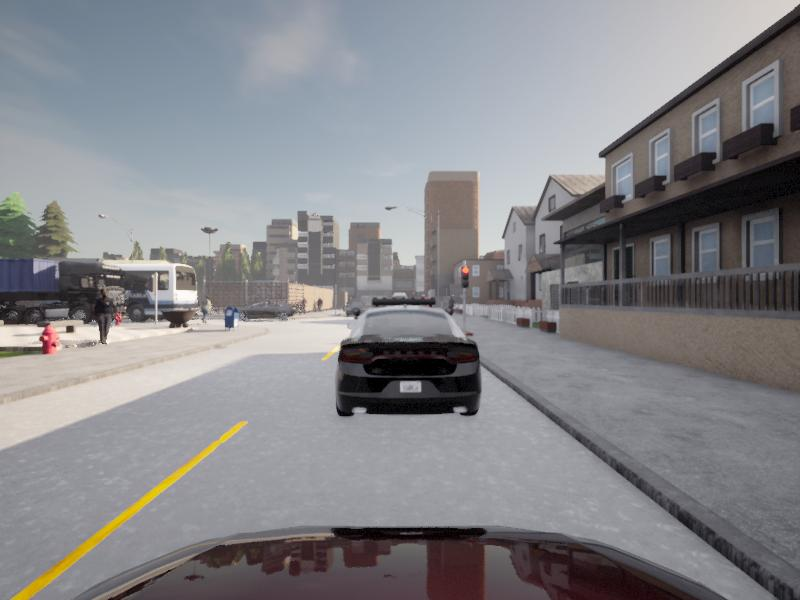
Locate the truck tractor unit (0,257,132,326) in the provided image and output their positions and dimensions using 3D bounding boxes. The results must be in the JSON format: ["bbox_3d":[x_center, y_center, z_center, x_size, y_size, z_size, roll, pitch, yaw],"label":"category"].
[{"bbox_3d":[-21.713,-0.524,25.970,6.516,4.208,3.053,0,0,-1],"label":"truck tractor unit"}]

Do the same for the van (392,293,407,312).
[{"bbox_3d":[-0.076,0.320,57.479,1.988,2.561,5.915,0,0,-1],"label":"van"}]

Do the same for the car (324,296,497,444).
[{"bbox_3d":[0.062,0.771,7.066,1.930,1.638,5.238,0,0,-1],"label":"car"}]

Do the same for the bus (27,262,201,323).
[{"bbox_3d":[-20.892,-0.535,29.797,10.273,4.253,3.944,0,0,1],"label":"bus"}]

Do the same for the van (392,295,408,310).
[{"bbox_3d":[-0.048,0.376,65.604,2.351,2.431,6.366,0,0,-1],"label":"van"}]

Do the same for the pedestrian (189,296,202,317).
[{"bbox_3d":[-18.308,0.533,35.768,0.751,1.860,0.751,0,0,3],"label":"pedestrian"}]

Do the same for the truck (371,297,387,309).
[{"bbox_3d":[-3.722,0.539,71.709,2.390,2.098,6.274,0,0,1],"label":"truck"}]

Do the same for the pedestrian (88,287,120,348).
[{"bbox_3d":[-9.337,0.523,12.613,0.751,1.860,0.751,0,0,-40],"label":"pedestrian"}]

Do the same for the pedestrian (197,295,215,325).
[{"bbox_3d":[-12.374,0.636,25.502,0.751,1.860,0.751,0,0,26],"label":"pedestrian"}]

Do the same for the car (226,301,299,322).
[{"bbox_3d":[-10.220,0.836,30.153,4.902,1.511,2.128,0,0,-8],"label":"car"}]

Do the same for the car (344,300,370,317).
[{"bbox_3d":[-4.098,0.833,39.113,2.038,1.542,4.974,0,-1,0],"label":"car"}]

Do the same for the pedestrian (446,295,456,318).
[{"bbox_3d":[4.323,0.532,33.693,0.751,1.860,0.751,0,0,0],"label":"pedestrian"}]

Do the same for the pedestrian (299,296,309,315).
[{"bbox_3d":[-9.369,0.533,39.109,0.751,1.860,0.751,0,0,0],"label":"pedestrian"}]

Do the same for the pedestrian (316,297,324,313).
[{"bbox_3d":[-9.388,0.532,46.792,0.751,1.860,0.751,0,0,0],"label":"pedestrian"}]

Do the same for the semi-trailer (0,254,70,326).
[{"bbox_3d":[-29.624,-0.618,25.875,14.254,4.402,2.717,0,0,-1],"label":"semi-trailer"}]
